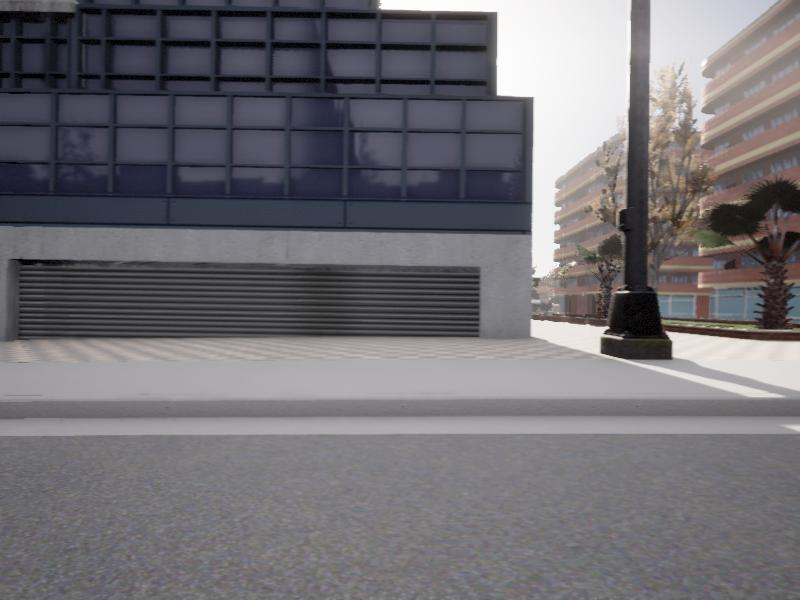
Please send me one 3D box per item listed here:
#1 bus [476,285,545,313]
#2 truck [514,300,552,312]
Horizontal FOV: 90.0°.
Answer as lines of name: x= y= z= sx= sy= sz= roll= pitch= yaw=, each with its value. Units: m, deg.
bus: x=18.195 y=-0.116 z=66.646 sx=10.273 sy=4.253 sz=3.944 roll=2 pitch=0 yaw=0
truck: x=24.778 y=1.072 z=74.563 sx=6.274 sy=2.098 sz=2.390 roll=1 pitch=0 yaw=0
